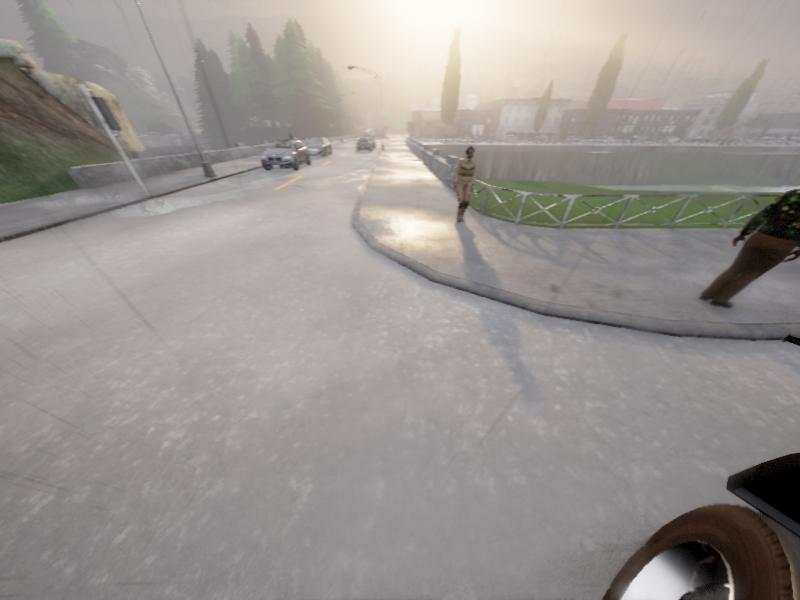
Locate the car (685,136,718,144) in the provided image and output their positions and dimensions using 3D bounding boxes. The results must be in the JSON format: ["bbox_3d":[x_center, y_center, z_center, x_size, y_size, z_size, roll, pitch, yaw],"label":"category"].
[{"bbox_3d":[73.007,-38.845,56.027,5.008,1.535,1.882,-1,36,-2],"label":"car"}]

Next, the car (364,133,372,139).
[{"bbox_3d":[-10.430,-53.968,75.859,2.007,1.525,4.514,-1,36,-2],"label":"car"}]

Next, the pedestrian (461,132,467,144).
[{"bbox_3d":[12.686,-32.181,45.886,0.751,1.860,0.751,-2,36,-3],"label":"pedestrian"}]

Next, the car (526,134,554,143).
[{"bbox_3d":[33.180,-38.281,54.783,5.238,1.638,1.930,-1,36,-2],"label":"car"}]

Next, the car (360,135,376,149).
[{"bbox_3d":[-4.747,-23.837,34.853,2.038,1.542,4.974,-1,36,-2],"label":"car"}]

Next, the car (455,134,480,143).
[{"bbox_3d":[15.710,-38.007,54.256,5.027,1.651,2.152,-1,36,-2],"label":"car"}]

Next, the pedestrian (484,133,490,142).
[{"bbox_3d":[20.749,-38.817,55.165,0.751,1.860,0.751,-18,40,-23],"label":"pedestrian"}]

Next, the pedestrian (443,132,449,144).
[{"bbox_3d":[8.741,-30.546,43.624,0.751,1.860,0.751,-1,36,-2],"label":"pedestrian"}]

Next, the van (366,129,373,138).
[{"bbox_3d":[-10.713,-59.478,82.400,1.988,2.561,5.915,-1,36,-2],"label":"van"}]

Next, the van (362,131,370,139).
[{"bbox_3d":[-10.168,-49.528,69.329,2.069,2.038,4.480,-1,36,-2],"label":"van"}]

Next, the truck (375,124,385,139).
[{"bbox_3d":[-6.512,-56.616,77.492,2.891,3.827,8.468,-1,36,-2],"label":"truck"}]

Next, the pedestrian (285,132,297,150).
[{"bbox_3d":[-13.820,-20.287,29.439,0.751,1.860,0.751,0,36,0],"label":"pedestrian"}]

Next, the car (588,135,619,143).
[{"bbox_3d":[48.696,-38.517,55.255,5.238,1.638,1.930,-1,36,-2],"label":"car"}]

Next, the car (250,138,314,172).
[{"bbox_3d":[-7.988,-10.286,16.266,2.242,1.667,4.611,-1,36,-2],"label":"car"}]

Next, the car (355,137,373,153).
[{"bbox_3d":[-4.531,-19.907,29.555,1.816,1.474,4.193,-1,36,-2],"label":"car"}]

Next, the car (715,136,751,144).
[{"bbox_3d":[81.106,-39.010,56.243,5.238,1.638,1.930,-1,36,-2],"label":"car"}]

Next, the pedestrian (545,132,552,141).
[{"bbox_3d":[38.247,-41.933,59.399,0.751,1.860,0.751,-9,37,-13],"label":"pedestrian"}]

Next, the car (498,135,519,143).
[{"bbox_3d":[25.574,-38.099,54.599,3.806,1.475,1.970,-1,36,-1],"label":"car"}]

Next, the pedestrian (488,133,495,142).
[{"bbox_3d":[21.549,-38.341,54.525,0.751,1.860,0.751,-12,38,-17],"label":"pedestrian"}]

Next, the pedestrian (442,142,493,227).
[{"bbox_3d":[1.664,-2.970,6.014,0.751,1.860,0.751,-4,37,-6],"label":"pedestrian"}]

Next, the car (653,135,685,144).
[{"bbox_3d":[64.906,-38.744,55.764,4.974,1.542,2.038,-1,36,-2],"label":"car"}]

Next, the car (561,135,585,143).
[{"bbox_3d":[41.199,-38.337,55.075,3.806,1.475,1.970,-1,36,-2],"label":"car"}]

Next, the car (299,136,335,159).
[{"bbox_3d":[-8.280,-15.580,23.500,2.033,1.649,4.856,-1,37,-2],"label":"car"}]

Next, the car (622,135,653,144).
[{"bbox_3d":[56.942,-38.645,55.505,4.856,1.649,2.033,-1,36,-2],"label":"car"}]

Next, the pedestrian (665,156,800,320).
[{"bbox_3d":[4.757,-0.719,2.968,0.751,1.860,0.751,-3,36,-5],"label":"pedestrian"}]
